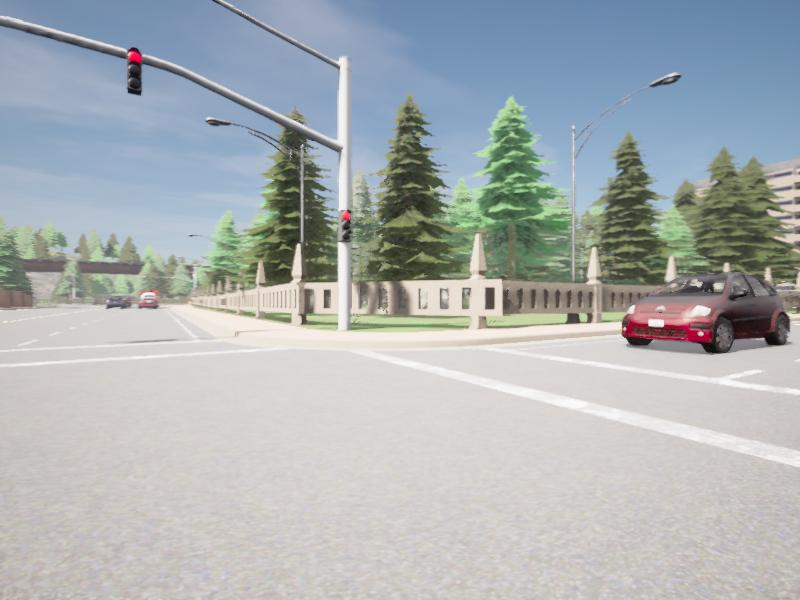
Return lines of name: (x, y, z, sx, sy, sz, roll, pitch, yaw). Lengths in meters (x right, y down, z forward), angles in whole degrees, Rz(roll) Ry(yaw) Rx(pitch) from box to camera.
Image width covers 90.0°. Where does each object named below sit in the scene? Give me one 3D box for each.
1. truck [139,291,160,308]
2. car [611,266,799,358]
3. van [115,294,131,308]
truck: (-37.883, -0.075, 60.634, 2.627, 2.467, 5.204, 0, 0, -31)
car: (6.761, 0.214, 8.807, 3.988, 1.617, 1.851, 0, 0, -29)
van: (-42.792, 0.172, 61.957, 1.775, 1.987, 4.442, 0, 0, -31)
